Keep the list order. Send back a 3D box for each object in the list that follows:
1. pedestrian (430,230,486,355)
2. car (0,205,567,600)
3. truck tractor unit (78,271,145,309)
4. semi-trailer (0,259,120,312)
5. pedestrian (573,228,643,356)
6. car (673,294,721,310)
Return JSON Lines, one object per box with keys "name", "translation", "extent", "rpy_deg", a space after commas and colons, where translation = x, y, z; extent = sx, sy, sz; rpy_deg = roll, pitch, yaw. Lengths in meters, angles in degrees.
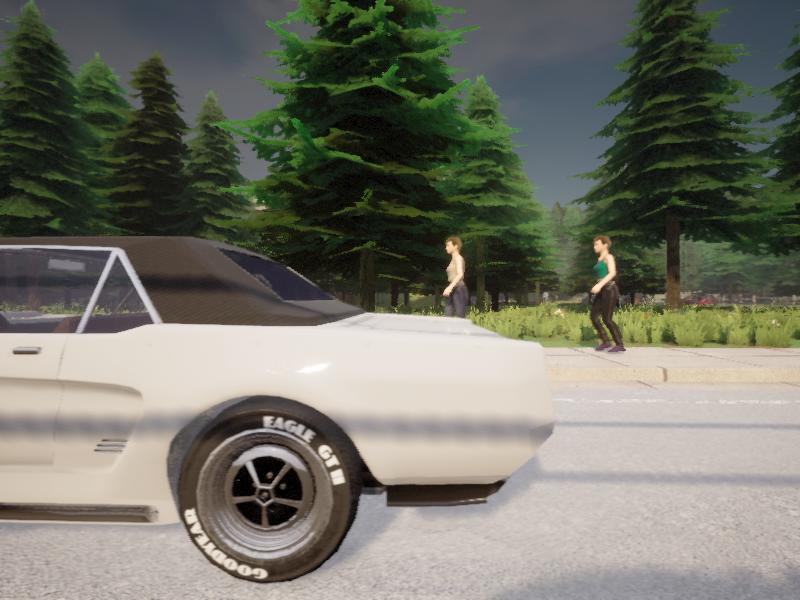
{"name": "pedestrian", "translation": [0.896, -0.114, 6.313], "extent": [0.751, 1.860, 0.751], "rpy_deg": [0, 0, -2]}
{"name": "car", "translation": [-1.791, 0.348, 2.310], "extent": [4.718, 1.301, 1.895], "rpy_deg": [0, 0, 2]}
{"name": "truck tractor unit", "translation": [-33.931, -1.083, 47.440], "extent": [3.053, 4.208, 6.516], "rpy_deg": [0, 0, 3]}
{"name": "semi-trailer", "translation": [-34.227, -1.186, 39.533], "extent": [2.717, 4.402, 14.254], "rpy_deg": [0, 0, 2]}
{"name": "pedestrian", "translation": [3.209, -0.118, 6.240], "extent": [0.751, 1.860, 0.751], "rpy_deg": [0, 0, 8]}
{"name": "car", "translation": [29.565, 0.185, 39.944], "extent": [1.816, 1.474, 4.193], "rpy_deg": [0, 0, 3]}
